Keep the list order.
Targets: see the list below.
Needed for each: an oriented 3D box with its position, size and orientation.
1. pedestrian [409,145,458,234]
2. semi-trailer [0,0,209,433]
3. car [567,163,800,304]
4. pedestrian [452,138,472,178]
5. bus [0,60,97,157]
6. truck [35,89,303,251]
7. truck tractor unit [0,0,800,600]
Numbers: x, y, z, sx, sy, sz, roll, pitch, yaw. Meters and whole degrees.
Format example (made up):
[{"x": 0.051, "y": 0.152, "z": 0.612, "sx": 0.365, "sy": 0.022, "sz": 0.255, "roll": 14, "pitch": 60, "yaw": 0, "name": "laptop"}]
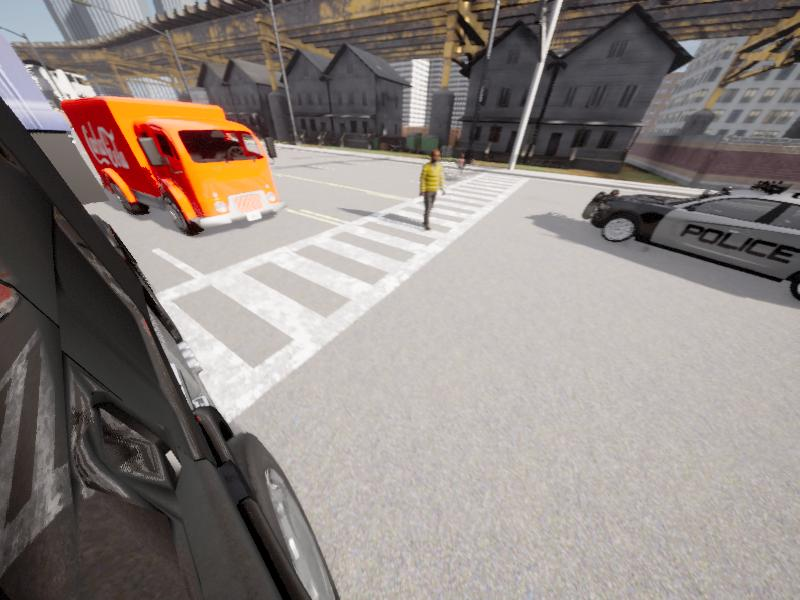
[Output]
[{"x": 0.757, "y": -2.722, "z": 5.779, "sx": 0.751, "sy": 1.860, "sz": 0.751, "roll": -9, "pitch": 38, "yaw": -15, "name": "pedestrian"}, {"x": -9.155, "y": -3.247, "z": 3.718, "sx": 14.254, "sy": 4.402, "sz": 2.717, "roll": 22, "pitch": 40, "yaw": 24, "name": "semi-trailer"}, {"x": 7.122, "y": -1.643, "z": 4.970, "sx": 1.930, "sy": 1.638, "sz": 5.238, "roll": -18, "pitch": 42, "yaw": -26, "name": "car"}, {"x": 3.474, "y": -7.978, "z": 13.018, "sx": 0.751, "sy": 1.860, "sz": 0.751, "roll": 9, "pitch": 37, "yaw": 8, "name": "pedestrian"}, {"x": -25.956, "y": -12.497, "z": 15.202, "sx": 10.273, "sy": 4.253, "sz": 3.944, "roll": 22, "pitch": 41, "yaw": 24, "name": "bus"}, {"x": -5.606, "y": -3.511, "z": 5.960, "sx": 5.204, "sy": 2.467, "sz": 2.627, "roll": 21, "pitch": 41, "yaw": 24, "name": "truck"}, {"x": -2.645, "y": -0.295, "z": 0.351, "sx": 6.516, "sy": 4.208, "sz": 3.053, "roll": 28, "pitch": 44, "yaw": 30, "name": "truck tractor unit"}]
